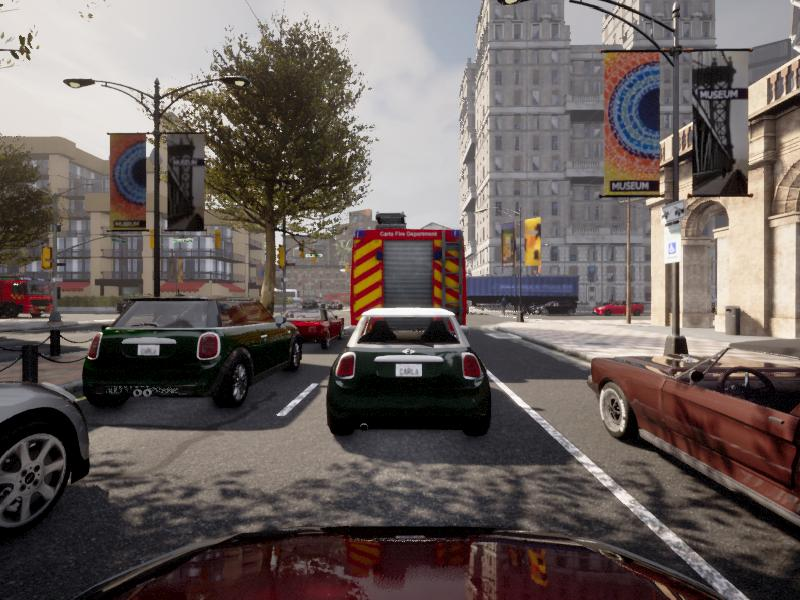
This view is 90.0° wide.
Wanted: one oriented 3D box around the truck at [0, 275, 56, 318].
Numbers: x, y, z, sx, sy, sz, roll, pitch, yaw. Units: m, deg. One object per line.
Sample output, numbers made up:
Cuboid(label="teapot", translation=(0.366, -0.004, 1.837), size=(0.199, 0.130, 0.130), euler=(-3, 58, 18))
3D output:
Cuboid(label="truck", translation=(-37.345, -0.320, 37.063), size=(8.468, 3.827, 2.891), euler=(0, 0, 1))

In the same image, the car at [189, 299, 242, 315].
Cuboid(label="car", translation=(-20.137, 0.778, 43.826), size=(4.856, 1.649, 2.033), euler=(0, 0, 1))

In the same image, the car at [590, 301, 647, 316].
Cuboid(label="car", translation=(21.629, 0.828, 39.734), size=(4.514, 1.525, 2.007), euler=(0, 0, 1))

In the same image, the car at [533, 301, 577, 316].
Cuboid(label="car", translation=(15.373, 0.827, 39.827), size=(3.633, 1.501, 1.845), euler=(0, 0, 1))

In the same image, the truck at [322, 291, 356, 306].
Cuboid(label="truck", translation=(-16.109, -0.321, 105.653), size=(8.468, 3.827, 2.891), euler=(0, 0, 2))

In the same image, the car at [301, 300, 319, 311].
Cuboid(label="car", translation=(-13.798, 0.815, 61.323), size=(1.789, 1.549, 3.705), euler=(0, 0, 1))

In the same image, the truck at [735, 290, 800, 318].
Cuboid(label="truck", translation=(33.880, 0.357, 36.013), size=(5.204, 2.467, 2.627), euler=(0, 0, 1))

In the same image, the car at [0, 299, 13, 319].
Cuboid(label="car", translation=(-36.048, 0.771, 33.548), size=(5.238, 1.638, 1.930), euler=(0, 0, 0))

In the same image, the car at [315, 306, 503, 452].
Cuboid(label="car", translation=(0.119, 0.853, 6.110), size=(1.970, 1.475, 3.806), euler=(0, 0, 1))

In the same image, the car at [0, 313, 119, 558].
Cuboid(label="car", translation=(-3.473, 0.853, 1.600), size=(1.970, 1.475, 3.806), euler=(0, 0, 1))

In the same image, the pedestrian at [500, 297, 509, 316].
Cuboid(label="pedestrian", translation=(10.524, 0.637, 40.349), size=(0.751, 1.860, 0.751), euler=(0, 0, 28))

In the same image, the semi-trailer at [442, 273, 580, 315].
Cuboid(label="semi-trailer", translation=(11.970, -0.626, 44.355), size=(14.254, 4.402, 2.717), euler=(0, 1, 14))

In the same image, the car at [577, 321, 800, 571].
Cuboid(label="car", translation=(3.308, 0.938, 3.058), size=(1.895, 1.301, 4.718), euler=(0, 0, 1))

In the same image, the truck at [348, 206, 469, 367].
Cuboid(label="truck", translation=(0.274, -0.321, 13.781), size=(2.891, 3.827, 8.468), euler=(0, 0, 1))

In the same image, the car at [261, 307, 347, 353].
Cuboid(label="car", translation=(-3.218, 0.944, 14.445), size=(1.895, 1.301, 4.718), euler=(0, 0, 1))

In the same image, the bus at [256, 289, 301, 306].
Cuboid(label="bus", translation=(-30.942, -0.533, 102.441), size=(10.273, 4.253, 3.944), euler=(0, 0, 2))

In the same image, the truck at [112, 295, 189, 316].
Cuboid(label="truck", translation=(-25.097, 0.542, 40.397), size=(6.274, 2.098, 2.390), euler=(0, 0, 1))

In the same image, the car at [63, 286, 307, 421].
Cuboid(label="car", translation=(-3.355, 0.694, 7.527), size=(2.097, 1.767, 4.553), euler=(0, 0, 1))

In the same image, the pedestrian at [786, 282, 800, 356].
Cuboid(label="pedestrian", translation=(10.491, 0.485, 10.118), size=(0.751, 1.860, 0.751), euler=(0, 0, 2))
